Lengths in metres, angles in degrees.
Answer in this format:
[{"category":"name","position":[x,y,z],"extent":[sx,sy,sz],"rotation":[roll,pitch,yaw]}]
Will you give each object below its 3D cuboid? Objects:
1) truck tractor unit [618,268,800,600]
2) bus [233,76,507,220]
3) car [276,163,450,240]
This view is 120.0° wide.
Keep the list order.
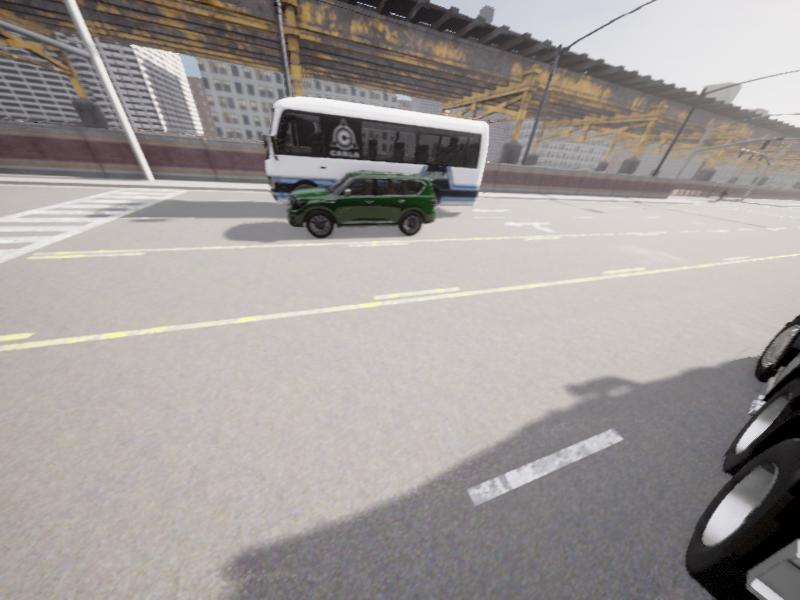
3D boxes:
[{"category":"truck tractor unit","position":[5.238,0.028,1.209],"extent":[6.516,4.208,3.053],"rotation":[-4,25,-31]},{"category":"bus","position":[-0.964,-6.597,11.226],"extent":[10.273,4.253,3.944],"rotation":[-7,34,-18]},{"category":"car","position":[-1.274,-3.722,8.751],"extent":[5.566,2.045,2.150],"rotation":[-7,34,-18]}]
